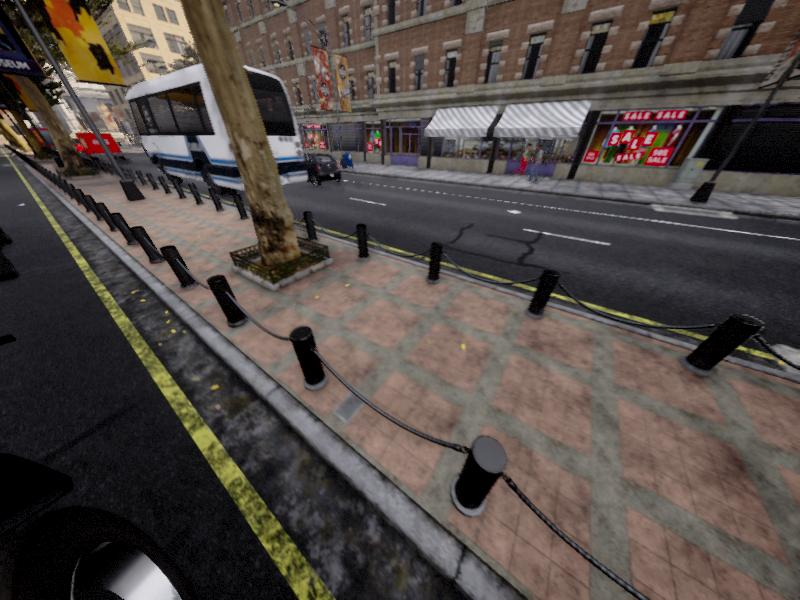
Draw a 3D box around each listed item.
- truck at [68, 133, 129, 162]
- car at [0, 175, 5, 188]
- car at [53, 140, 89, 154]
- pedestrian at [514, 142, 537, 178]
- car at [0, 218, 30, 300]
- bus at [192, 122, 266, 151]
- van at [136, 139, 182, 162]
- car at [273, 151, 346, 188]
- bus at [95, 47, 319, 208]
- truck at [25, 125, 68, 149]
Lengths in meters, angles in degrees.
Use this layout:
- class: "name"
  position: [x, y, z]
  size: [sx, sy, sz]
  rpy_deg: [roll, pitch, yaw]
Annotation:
- class: "truck"
  position: [-32.913, -16.745, 25.257]
  size: [5.204, 2.467, 2.627]
  rpy_deg: [22, 41, 28]
- class: "car"
  position: [-23.648, -6.935, 12.351]
  size: [5.357, 1.411, 2.033]
  rpy_deg: [22, 41, 28]
- class: "car"
  position: [-50.415, -23.505, 35.405]
  size: [4.611, 1.667, 2.242]
  rpy_deg: [22, 41, 28]
- class: "pedestrian"
  position: [7.919, -8.874, 14.643]
  size: [0.751, 1.860, 0.751]
  rpy_deg: [18, 39, 23]
- class: "car"
  position: [-9.174, -1.132, 4.112]
  size: [4.974, 1.542, 2.038]
  rpy_deg: [22, 41, 28]
- class: "bus"
  position: [-33.054, -32.124, 45.531]
  size: [3.944, 4.253, 10.273]
  rpy_deg: [21, 40, 27]
- class: "van"
  position: [-26.083, -16.241, 25.016]
  size: [4.442, 1.987, 1.775]
  rpy_deg: [22, 41, 28]
- class: "car"
  position: [-5.196, -7.594, 13.315]
  size: [3.633, 1.501, 1.845]
  rpy_deg: [22, 41, 28]
- class: "bus"
  position: [-9.362, -7.854, 11.287]
  size: [10.273, 4.253, 3.944]
  rpy_deg: [22, 41, 28]
- class: "truck"
  position: [-71.837, -33.070, 46.930]
  size: [8.468, 3.827, 2.891]
  rpy_deg: [22, 41, 28]
